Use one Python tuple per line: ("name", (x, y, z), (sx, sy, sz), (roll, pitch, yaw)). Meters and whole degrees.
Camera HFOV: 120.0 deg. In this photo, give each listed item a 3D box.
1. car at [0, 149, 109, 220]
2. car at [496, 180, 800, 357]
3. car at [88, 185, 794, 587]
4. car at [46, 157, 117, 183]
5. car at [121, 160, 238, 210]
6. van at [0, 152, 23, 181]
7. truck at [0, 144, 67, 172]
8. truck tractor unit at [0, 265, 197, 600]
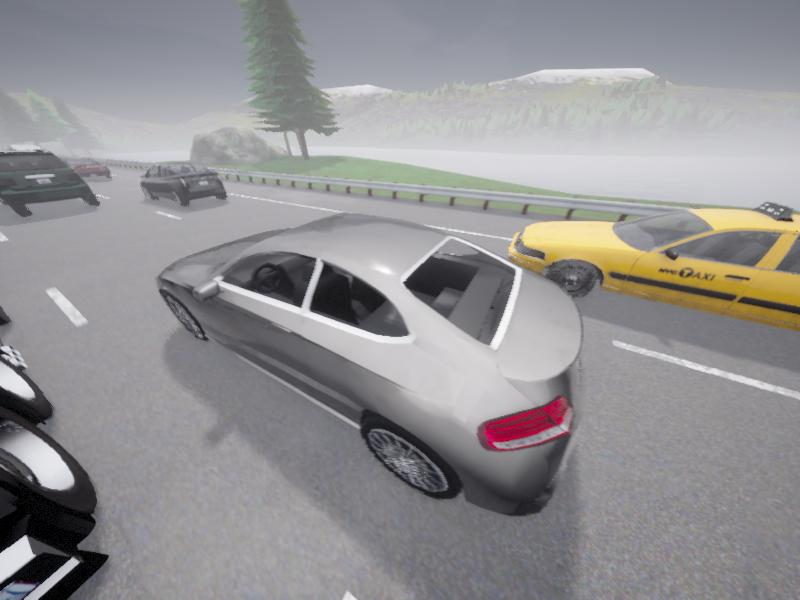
("car", (-15.167, -4.968, 9.533), (5.566, 2.045, 2.150), (18, 39, 25))
("car", (4.627, -0.660, 3.531), (5.366, 1.575, 1.801), (18, 39, 24))
("car", (-0.770, -0.120, 2.779), (5.027, 1.651, 2.152), (18, 39, 24))
("car", (-23.555, -9.687, 17.074), (4.718, 1.301, 1.895), (18, 39, 24))
("car", (-10.004, -5.385, 10.536), (4.514, 1.525, 2.007), (18, 39, 24))
("van", (-31.025, -10.110, 17.112), (4.480, 2.038, 2.069), (18, 39, 24))
("truck", (-37.301, -14.475, 23.408), (6.274, 2.098, 2.390), (18, 39, 24))
("truck tractor unit", (-5.120, -0.289, 0.782), (6.516, 4.208, 3.053), (18, 39, 24))
